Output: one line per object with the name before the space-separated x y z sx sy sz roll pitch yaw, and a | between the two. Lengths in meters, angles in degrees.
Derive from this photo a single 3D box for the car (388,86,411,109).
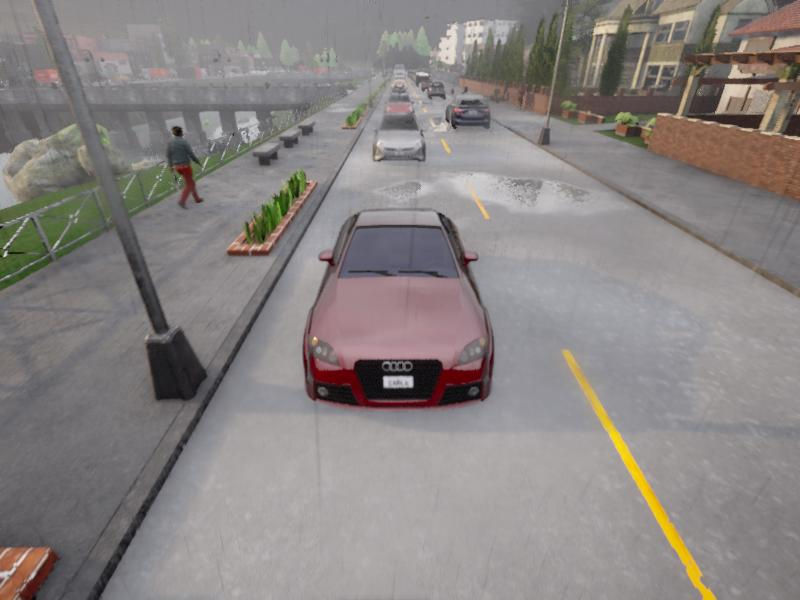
car | -0.046 -17.401 34.333 1.816 1.474 4.193 0 30 0

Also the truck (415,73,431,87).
truck | 3.915 -37.745 68.531 2.390 2.098 6.274 0 30 0

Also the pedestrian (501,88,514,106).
pedestrian | 9.230 -17.408 34.270 0.751 1.300 0.751 -1 30 -2

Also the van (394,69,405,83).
van | -0.104 -47.687 85.214 2.351 2.431 6.366 0 30 0

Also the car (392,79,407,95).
car | -0.066 -27.284 51.187 1.882 1.535 5.008 0 30 0

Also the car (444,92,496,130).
car | 3.961 -11.185 23.503 2.242 1.667 4.611 0 30 0

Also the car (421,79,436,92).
car | 3.927 -30.228 56.289 1.816 1.474 4.193 0 30 0

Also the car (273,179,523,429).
car | -0.017 -0.398 5.339 1.994 1.385 4.181 0 30 0

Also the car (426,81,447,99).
car | 3.944 -22.970 43.736 1.851 1.617 3.988 0 30 0

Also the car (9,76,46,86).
car | -65.776 -38.708 70.729 1.837 1.490 4.892 0 30 0

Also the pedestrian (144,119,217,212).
pedestrian | -4.968 -3.077 9.180 0.751 1.860 0.751 6 31 11

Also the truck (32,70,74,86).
truck | -61.777 -39.659 71.399 2.627 2.467 5.204 0 30 0

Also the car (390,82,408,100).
car | -0.057 -22.363 42.768 1.845 1.501 3.633 0 31 0

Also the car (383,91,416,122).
car | -0.038 -12.882 26.549 2.007 1.525 4.514 0 30 0

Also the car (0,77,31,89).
car | -61.764 -34.729 63.897 1.851 1.617 3.988 0 30 0

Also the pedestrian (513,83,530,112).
pedestrian | 8.883 -14.834 29.309 0.751 1.860 0.751 -2 30 -4

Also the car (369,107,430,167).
car | -0.027 -6.428 15.503 2.007 1.525 4.514 0 30 0
